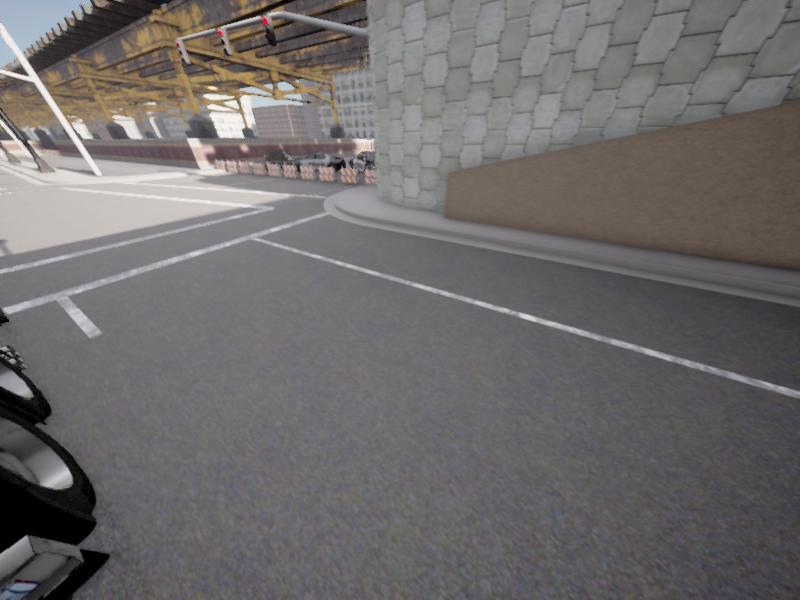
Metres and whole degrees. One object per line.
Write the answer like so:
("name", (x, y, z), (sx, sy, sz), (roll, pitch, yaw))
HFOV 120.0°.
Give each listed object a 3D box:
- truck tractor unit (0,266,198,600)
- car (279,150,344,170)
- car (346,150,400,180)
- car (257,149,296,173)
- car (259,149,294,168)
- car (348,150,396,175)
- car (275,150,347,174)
("truck tractor unit", (-5.120, -0.290, 0.778), (6.516, 4.208, 3.053), (18, 39, 24))
("car", (-7.094, -11.547, 19.000), (4.536, 1.218, 1.853), (-3, 35, -4))
("car", (-2.160, -10.215, 17.314), (2.038, 1.542, 4.974), (-18, 39, -24))
("car", (-11.075, -12.771, 21.073), (2.038, 1.542, 4.974), (-9, 36, -12))
("car", (-11.089, -12.929, 21.024), (1.853, 1.218, 4.536), (-9, 36, -12))
("car", (-2.187, -10.370, 17.261), (1.853, 1.218, 4.536), (-18, 39, -24))
("car", (-7.145, -11.415, 19.086), (4.974, 1.542, 2.038), (-3, 35, -4))
